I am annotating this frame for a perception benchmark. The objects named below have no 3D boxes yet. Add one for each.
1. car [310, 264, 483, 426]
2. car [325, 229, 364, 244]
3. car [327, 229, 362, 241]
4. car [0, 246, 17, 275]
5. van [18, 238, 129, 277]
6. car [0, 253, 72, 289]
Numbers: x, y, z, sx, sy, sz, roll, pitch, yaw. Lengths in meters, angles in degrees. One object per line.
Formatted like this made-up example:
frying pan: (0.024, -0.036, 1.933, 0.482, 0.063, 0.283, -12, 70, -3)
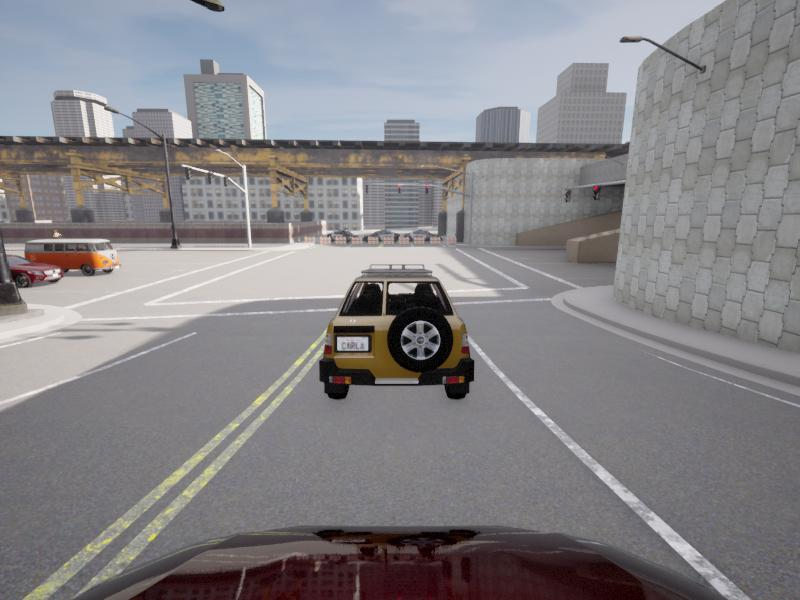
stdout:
car: (-0.050, 0.321, 6.834, 1.932, 1.855, 4.605, 0, 5, 0)
car: (-6.981, -7.979, 50.047, 4.974, 1.542, 2.038, 11, 16, 42)
car: (-7.018, -8.140, 50.049, 4.536, 1.218, 1.853, 11, 16, 42)
car: (-24.372, -2.215, 22.475, 3.705, 1.549, 1.789, 0, 12, 0)
van: (-18.159, -2.416, 22.427, 4.442, 1.987, 1.775, 0, 12, 0)
car: (-18.742, -1.412, 18.950, 4.674, 1.442, 1.812, 0, 12, -1)
